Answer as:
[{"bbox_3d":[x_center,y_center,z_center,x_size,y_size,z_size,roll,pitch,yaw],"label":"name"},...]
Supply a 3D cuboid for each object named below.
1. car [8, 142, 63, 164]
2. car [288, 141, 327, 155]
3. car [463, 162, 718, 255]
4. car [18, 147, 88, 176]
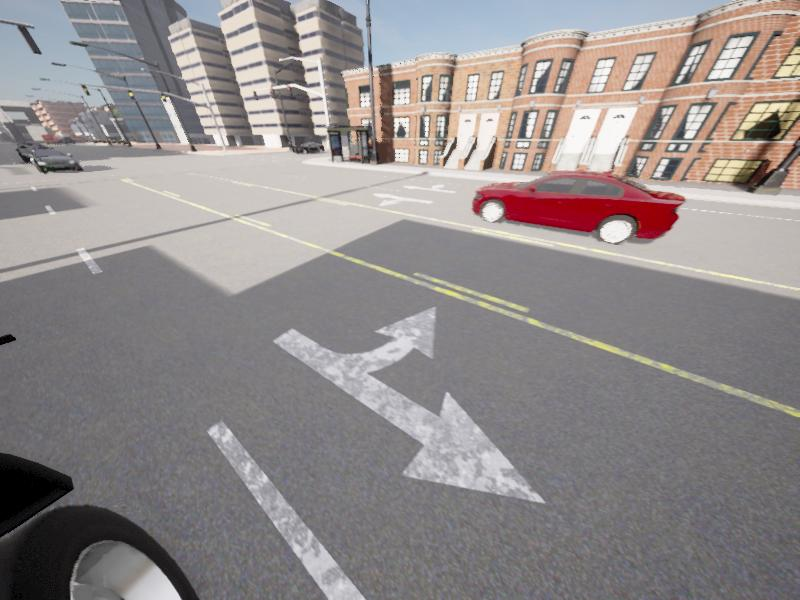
[{"bbox_3d":[-36.999,-14.982,23.460,4.611,1.667,2.242,22,41,28],"label":"car"},{"bbox_3d":[-14.142,-23.567,35.730,1.930,1.638,5.238,22,41,28],"label":"car"},{"bbox_3d":[4.712,-2.955,6.770,5.008,1.535,1.882,22,41,28],"label":"car"},{"bbox_3d":[-25.519,-10.278,16.984,4.974,1.542,2.038,22,41,28],"label":"car"}]
